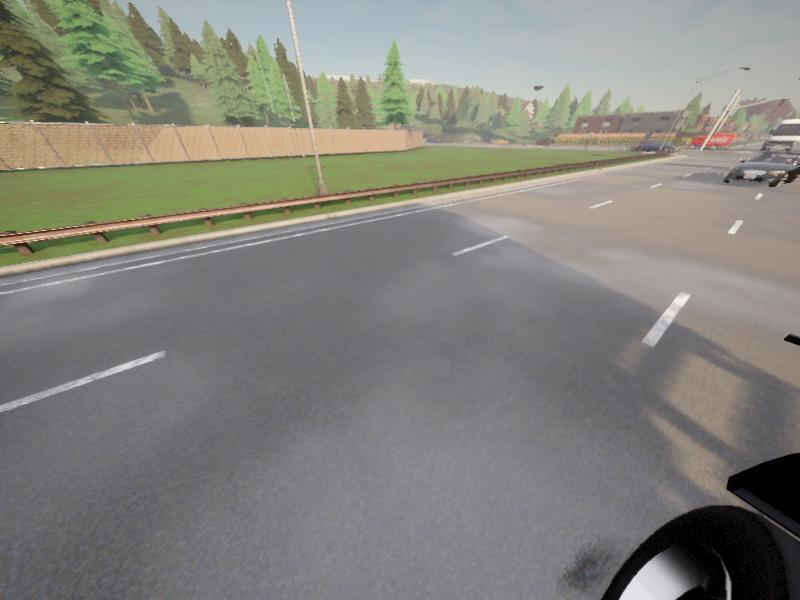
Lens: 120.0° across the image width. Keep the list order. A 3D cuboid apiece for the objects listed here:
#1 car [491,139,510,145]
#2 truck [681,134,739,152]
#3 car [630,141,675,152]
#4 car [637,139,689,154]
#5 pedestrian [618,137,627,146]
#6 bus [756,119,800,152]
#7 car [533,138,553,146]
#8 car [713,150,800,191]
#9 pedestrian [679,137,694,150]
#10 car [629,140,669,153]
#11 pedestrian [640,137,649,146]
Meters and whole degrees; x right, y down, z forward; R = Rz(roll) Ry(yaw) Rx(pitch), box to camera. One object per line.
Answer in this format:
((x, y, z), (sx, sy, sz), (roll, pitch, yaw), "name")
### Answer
((33.160, -52.343, 76.490), (1.801, 1.575, 5.366), (-21, 40, -27), "car")
((54.430, -27.788, 40.733), (2.627, 2.467, 5.204), (-22, 40, -27), "truck")
((44.737, -27.346, 41.045), (2.163, 1.488, 4.792), (-22, 40, -27), "car")
((40.190, -23.595, 35.491), (2.097, 1.767, 4.553), (-15, 38, -20), "car")
((57.777, -41.215, 59.972), (0.751, 1.860, 0.751), (-22, 40, -27), "pedestrian")
((65.190, -27.525, 38.743), (10.273, 4.253, 3.944), (-22, 40, -28), "bus")
((39.526, -43.743, 63.978), (1.905, 1.878, 3.866), (-23, 41, -29), "car")
((20.219, -7.190, 12.634), (4.902, 1.511, 2.128), (-16, 38, -21), "car")
((49.954, -27.292, 40.291), (0.751, 1.860, 0.751), (-18, 39, -23), "pedestrian")
((42.047, -26.079, 39.160), (1.851, 1.617, 3.988), (-22, 40, -27), "car")
((60.127, -39.035, 56.862), (0.751, 1.860, 0.751), (-22, 41, -28), "pedestrian")
